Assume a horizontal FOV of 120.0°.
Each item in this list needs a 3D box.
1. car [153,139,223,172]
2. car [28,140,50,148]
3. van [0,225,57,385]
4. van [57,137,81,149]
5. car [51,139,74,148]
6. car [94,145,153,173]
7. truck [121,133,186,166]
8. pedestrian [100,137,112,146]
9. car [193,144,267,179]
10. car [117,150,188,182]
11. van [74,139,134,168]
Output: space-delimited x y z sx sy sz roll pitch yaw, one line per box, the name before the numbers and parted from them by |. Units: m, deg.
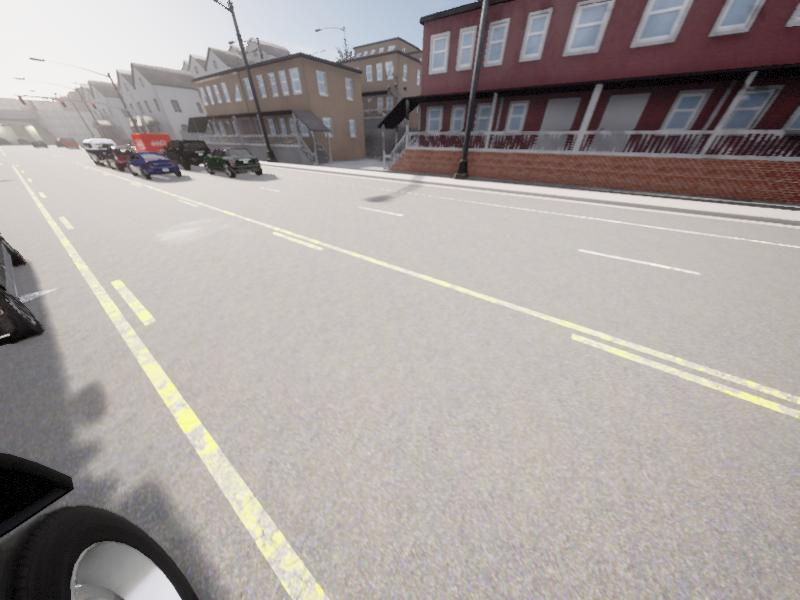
car | -17.785 -12.221 19.374 5.566 2.045 2.150 22 41 28
car | -81.753 -35.358 52.273 4.514 1.525 2.007 22 41 28
van | -7.202 -0.806 2.805 5.915 2.561 1.988 22 41 28
van | -70.972 -33.678 49.506 4.442 1.987 1.775 22 41 28
car | -79.607 -36.982 54.518 4.611 1.667 2.242 22 41 28
car | -22.053 -11.327 18.452 3.988 1.617 1.851 22 41 28
truck | -24.300 -14.954 22.839 5.204 2.467 2.627 23 41 29
pedestrian | -70.954 -38.215 55.757 0.751 1.860 0.751 5 35 6
car | -11.835 -9.731 16.100 4.553 1.767 2.097 22 41 28
car | -16.425 -8.981 15.303 4.674 1.442 1.812 22 41 28
van | -27.095 -13.539 21.180 4.480 2.038 2.069 22 40 28
